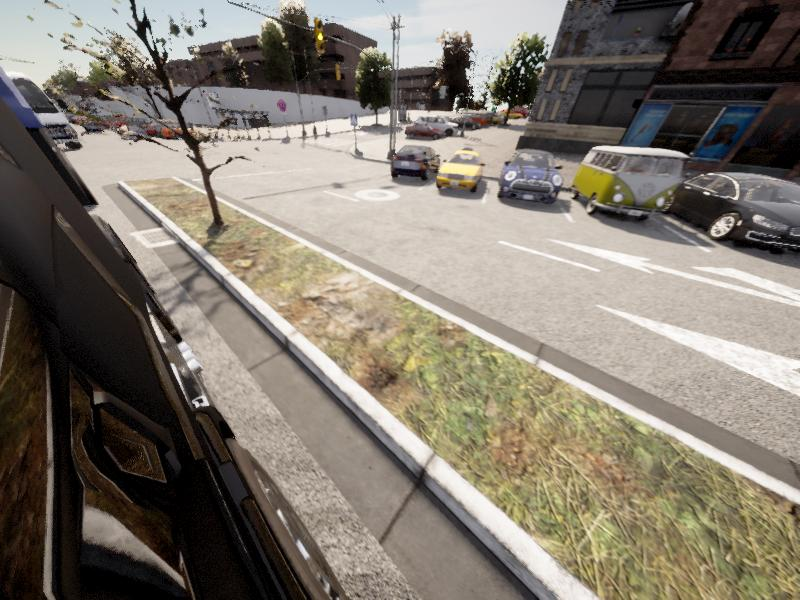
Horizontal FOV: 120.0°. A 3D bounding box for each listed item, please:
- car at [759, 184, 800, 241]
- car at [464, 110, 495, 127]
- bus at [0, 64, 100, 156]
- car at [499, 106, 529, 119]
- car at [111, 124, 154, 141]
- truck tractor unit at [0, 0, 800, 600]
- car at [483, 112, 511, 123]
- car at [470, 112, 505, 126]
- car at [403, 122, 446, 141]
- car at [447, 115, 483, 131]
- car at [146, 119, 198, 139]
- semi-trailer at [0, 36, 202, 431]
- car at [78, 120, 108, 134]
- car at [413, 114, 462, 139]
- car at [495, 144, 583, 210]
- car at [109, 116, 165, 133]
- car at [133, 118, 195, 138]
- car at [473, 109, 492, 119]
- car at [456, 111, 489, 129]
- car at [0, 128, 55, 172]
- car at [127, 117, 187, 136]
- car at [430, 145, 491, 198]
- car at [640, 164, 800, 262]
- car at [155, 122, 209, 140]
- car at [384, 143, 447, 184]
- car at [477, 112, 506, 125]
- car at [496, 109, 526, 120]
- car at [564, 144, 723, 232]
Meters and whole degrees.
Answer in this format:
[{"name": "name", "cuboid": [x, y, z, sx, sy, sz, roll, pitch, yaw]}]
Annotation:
[{"name": "car", "cuboid": [12.371, -1.585, 5.395, 2.002, 1.452, 4.674, 15, 37, 15]}, {"name": "car", "cuboid": [13.197, -30.254, 38.515, 4.442, 1.987, 1.878, 11, 44, 10]}, {"name": "bus", "cuboid": [-27.391, -13.190, 16.241, 10.273, 4.253, 3.944, 20, 42, 23]}, {"name": "car", "cuboid": [25.292, -41.832, 51.501, 5.566, 2.045, 2.435, 11, 43, 9]}, {"name": "car", "cuboid": [-32.194, -20.161, 27.796, 5.357, 1.411, 2.033, 25, 42, 26]}, {"name": "truck tractor unit", "cuboid": [-2.645, -0.295, 0.351, 6.516, 4.208, 3.053, 28, 44, 30]}, {"name": "car", "cuboid": [18.484, -34.992, 44.248, 4.674, 1.452, 2.002, 11, 43, 10]}, {"name": "car", "cuboid": [15.215, -31.684, 40.470, 5.366, 1.575, 1.946, 11, 43, 10]}, {"name": "car", "cuboid": [2.941, -20.150, 27.554, 4.674, 1.452, 2.002, 11, 43, 10]}, {"name": "car", "cuboid": [9.841, -26.772, 34.944, 4.892, 1.521, 2.231, 11, 43, 10]}, {"name": "car", "cuboid": [-31.439, -23.713, 32.099, 1.878, 1.987, 4.442, 11, 37, 10]}, {"name": "semi-trailer", "cuboid": [-8.751, -3.564, 4.181, 14.254, 4.402, 2.717, 27, 43, 29]}, {"name": "car", "cuboid": [-45.399, -25.634, 34.165, 4.792, 1.488, 2.163, 31, 45, 32]}, {"name": "car", "cuboid": [4.696, -22.011, 29.210, 5.566, 2.045, 2.435, 11, 43, 10]}, {"name": "car", "cuboid": [5.537, -5.487, 9.906, 2.185, 1.767, 4.553, 14, 37, 14]}, {"name": "car", "cuboid": [-43.776, -29.320, 38.732, 2.435, 2.045, 5.566, 10, 37, 10]}, {"name": "car", "cuboid": [-33.880, -24.892, 33.470, 2.435, 2.045, 5.566, 11, 37, 10]}, {"name": "car", "cuboid": [18.295, -41.155, 51.021, 2.128, 1.511, 4.902, 25, 48, 24]}, {"name": "car", "cuboid": [11.467, -28.602, 36.657, 4.442, 1.987, 1.878, 11, 44, 10]}, {"name": "car", "cuboid": [-19.051, -7.167, 10.906, 4.181, 1.385, 1.994, 21, 41, 23]}, {"name": "car", "cuboid": [-36.347, -26.030, 34.828, 2.435, 2.045, 5.566, 11, 37, 10]}, {"name": "car", "cuboid": [3.147, -6.505, 11.315, 1.946, 1.575, 5.366, 14, 37, 14]}, {"name": "car", "cuboid": [10.108, -2.878, 6.917, 2.231, 1.521, 4.892, 15, 38, 15]}, {"name": "car", "cuboid": [-28.969, -22.562, 30.893, 2.185, 1.767, 4.553, 11, 37, 11]}, {"name": "car", "cuboid": [1.036, -7.863, 13.068, 2.163, 1.488, 4.792, 14, 37, 14]}, {"name": "car", "cuboid": [16.767, -33.333, 42.383, 4.674, 1.452, 2.002, 11, 44, 10]}, {"name": "car", "cuboid": [23.794, -39.949, 49.765, 5.366, 1.575, 1.946, 11, 43, 10]}, {"name": "car", "cuboid": [7.790, -4.246, 8.217, 1.878, 1.987, 4.442, 15, 37, 15]}]
